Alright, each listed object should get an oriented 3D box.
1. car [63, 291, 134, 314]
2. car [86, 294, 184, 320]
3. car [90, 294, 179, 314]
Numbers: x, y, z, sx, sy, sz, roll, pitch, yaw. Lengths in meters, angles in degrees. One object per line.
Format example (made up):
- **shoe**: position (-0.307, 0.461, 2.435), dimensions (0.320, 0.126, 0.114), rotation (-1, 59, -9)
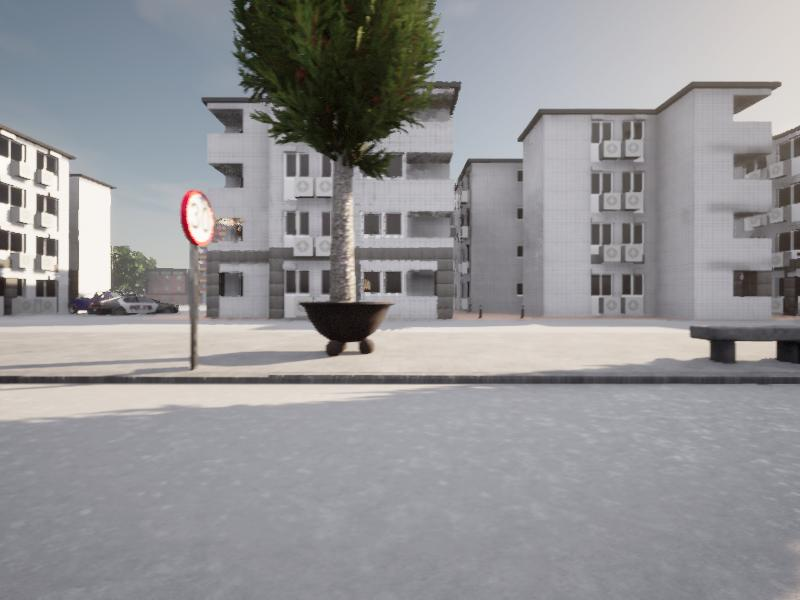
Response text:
- **car**: position (-20.001, 0.147, 26.592), dimensions (3.633, 1.501, 1.845), rotation (0, 0, 11)
- **car**: position (-17.205, 0.394, 26.250), dimensions (2.038, 1.542, 4.974), rotation (0, 0, 30)
- **car**: position (-17.230, 0.237, 26.205), dimensions (1.853, 1.218, 4.536), rotation (0, 0, 30)
